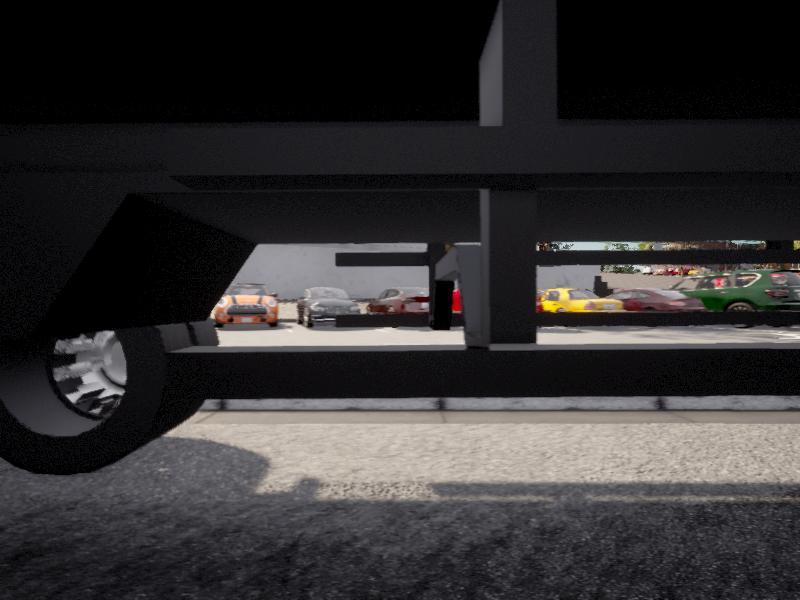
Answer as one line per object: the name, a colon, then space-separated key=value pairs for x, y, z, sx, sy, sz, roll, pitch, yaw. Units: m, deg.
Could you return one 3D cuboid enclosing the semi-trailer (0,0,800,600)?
semi-trailer: x=-0.541 y=-1.217 z=1.694 sx=14.254 sy=4.402 sz=2.717 roll=0 pitch=0 yaw=0
